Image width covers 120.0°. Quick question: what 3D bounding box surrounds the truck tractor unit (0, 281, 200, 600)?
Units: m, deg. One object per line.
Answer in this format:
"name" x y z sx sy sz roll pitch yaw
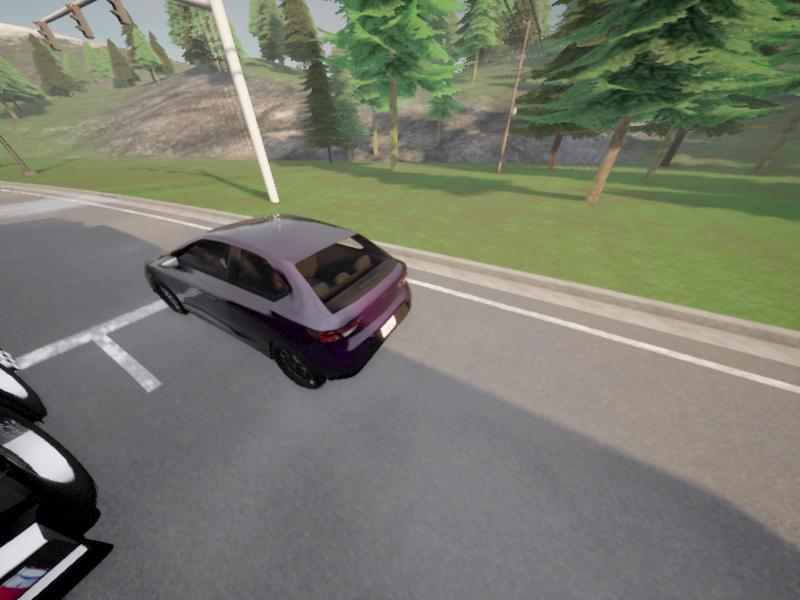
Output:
"truck tractor unit" -5.144 -0.265 0.735 6.516 4.208 3.053 17 39 23

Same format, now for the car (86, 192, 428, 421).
"car" -1.938 -0.436 3.344 4.193 1.474 1.816 17 39 23
